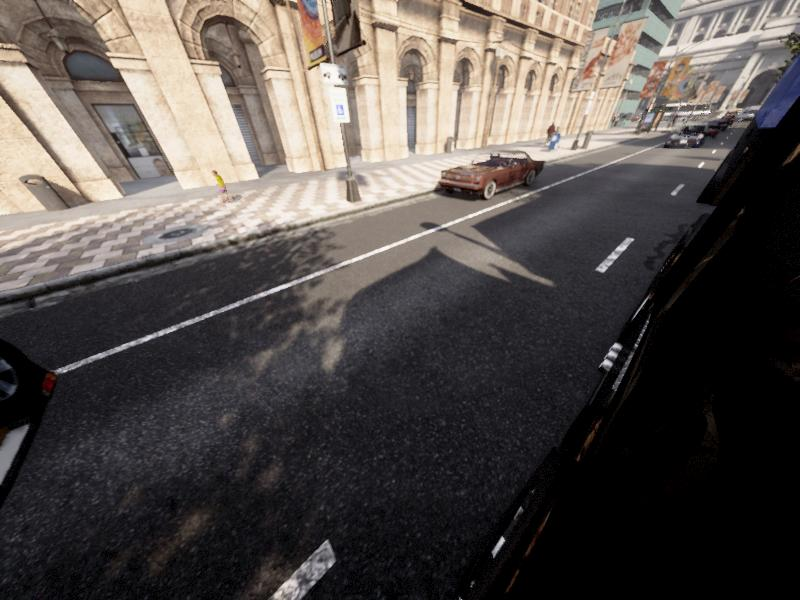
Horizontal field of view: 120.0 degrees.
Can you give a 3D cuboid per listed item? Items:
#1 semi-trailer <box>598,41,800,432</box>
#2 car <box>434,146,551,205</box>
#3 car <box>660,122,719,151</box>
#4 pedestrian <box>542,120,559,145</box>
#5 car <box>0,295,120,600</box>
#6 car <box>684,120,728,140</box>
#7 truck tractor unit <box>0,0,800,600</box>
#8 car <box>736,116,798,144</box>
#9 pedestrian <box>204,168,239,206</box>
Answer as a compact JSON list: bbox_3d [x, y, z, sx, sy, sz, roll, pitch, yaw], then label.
[{"bbox_3d":[8.684,-3.627,4.222,14.254,4.402,2.717,-28,44,-30],"label":"semi-trailer"},{"bbox_3d":[3.668,-5.043,9.035,4.718,1.301,1.895,-28,44,-30],"label":"car"},{"bbox_3d":[21.523,-12.192,17.194,3.806,1.475,1.970,-28,44,-30],"label":"car"},{"bbox_3d":[14.678,-16.295,22.502,0.751,1.860,0.751,23,44,30],"label":"pedestrian"},{"bbox_3d":[-4.320,1.579,0.287,4.605,1.855,1.932,-28,44,-29],"label":"car"},{"bbox_3d":[30.621,-17.045,23.124,4.181,1.385,1.994,-28,44,-30],"label":"car"},{"bbox_3d":[2.645,-0.295,0.351,6.516,4.208,3.053,-28,44,-30],"label":"truck tractor unit"},{"bbox_3d":[29.593,-13.809,18.749,4.974,1.542,2.038,-29,44,-29],"label":"car"},{"bbox_3d":[-6.328,-4.032,8.244,0.500,1.100,0.500,-11,38,-10],"label":"pedestrian"}]
